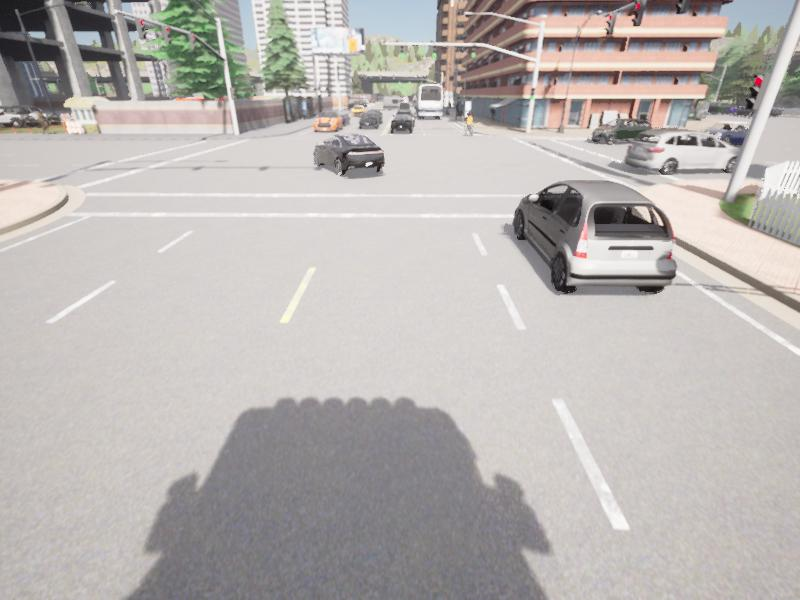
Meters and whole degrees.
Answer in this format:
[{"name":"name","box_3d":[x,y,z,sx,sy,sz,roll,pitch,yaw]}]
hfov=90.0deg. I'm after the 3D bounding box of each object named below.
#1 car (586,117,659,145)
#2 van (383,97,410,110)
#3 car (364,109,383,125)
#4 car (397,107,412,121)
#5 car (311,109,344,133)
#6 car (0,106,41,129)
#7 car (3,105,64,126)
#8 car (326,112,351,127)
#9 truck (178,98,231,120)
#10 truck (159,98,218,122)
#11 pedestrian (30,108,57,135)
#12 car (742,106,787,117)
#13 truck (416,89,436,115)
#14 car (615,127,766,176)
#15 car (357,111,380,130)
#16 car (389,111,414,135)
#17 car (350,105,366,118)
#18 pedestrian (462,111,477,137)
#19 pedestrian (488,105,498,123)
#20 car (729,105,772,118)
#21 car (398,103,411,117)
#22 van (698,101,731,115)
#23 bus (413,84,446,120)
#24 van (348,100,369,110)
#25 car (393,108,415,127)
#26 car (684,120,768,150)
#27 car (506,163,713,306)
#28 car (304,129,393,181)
[{"name":"car","box_3d":[14.932,-11.394,26.969,3.705,1.549,1.789,-5,28,-10]},{"name":"van","box_3d":[-0.711,-43.215,87.911,5.915,2.561,1.988,0,27,1]},{"name":"car","box_3d":[-2.994,-21.282,46.410,1.837,1.490,4.892,0,27,1]},{"name":"car","box_3d":[0.601,-25.172,54.091,2.033,1.411,5.357,0,27,1]},{"name":"car","box_3d":[-6.608,-16.542,36.857,2.097,1.767,4.553,0,27,1]},{"name":"car","box_3d":[-37.016,-17.308,37.844,3.866,1.878,1.905,0,27,0]},{"name":"car","box_3d":[-36.990,-18.652,40.460,3.866,1.878,1.905,0,27,0]},{"name":"car","box_3d":[-6.534,-19.520,43.199,1.895,1.301,4.718,0,27,1]},{"name":"truck","box_3d":[-25.224,-24.821,51.892,5.204,2.467,2.615,0,27,0]},{"name":"truck","box_3d":[-25.264,-22.851,48.058,5.204,2.467,2.615,0,27,0]},{"name":"pedestrian","box_3d":[-27.506,-13.757,30.868,0.751,1.860,0.751,10,29,19]},{"name":"car","box_3d":[54.707,-28.395,60.202,2.033,1.411,5.357,0,27,1]},{"name":"truck","box_3d":[4.284,-34.051,68.703,2.891,3.827,8.468,0,27,1]},{"name":"car","box_3d":[12.239,-6.406,17.127,4.611,1.667,2.242,-4,27,-7]},{"name":"car","box_3d":[-3.069,-17.987,39.998,1.837,1.490,4.892,0,27,0]},{"name":"car","box_3d":[0.224,-15.878,35.730,1.930,1.638,5.238,1,27,3]},{"name":"car","box_3d":[-6.320,-28.770,60.940,1.882,1.535,5.008,0,27,1]},{"name":"pedestrian","box_3d":[5.438,-13.790,31.345,0.751,1.860,0.751,-11,29,-20]},{"name":"pedestrian","box_3d":[10.334,-20.624,44.337,0.751,1.860,0.751,1,27,3]},{"name":"car","box_3d":[51.167,-27.586,58.525,1.837,1.490,4.892,0,27,1]},{"name":"car","box_3d":[0.697,-29.608,62.203,1.905,1.878,3.866,0,27,1]},{"name":"van","box_3d":[51.306,-31.388,65.396,1.775,1.987,4.442,0,27,1]},{"name":"bus","box_3d":[4.027,-28.596,57.631,3.944,4.253,10.273,0,27,1]},{"name":"van","box_3d":[-9.158,-43.013,88.171,4.442,1.987,1.775,0,27,1]},{"name":"car","box_3d":[0.456,-19.703,43.146,2.242,1.667,4.611,0,27,1]},{"name":"car","box_3d":[20.242,-10.295,24.911,3.806,1.475,1.970,-9,29,-18]},{"name":"car","box_3d":[3.548,-1.531,7.838,1.851,1.617,3.988,0,27,1]},{"name":"car","box_3d":[-2.396,-6.546,17.674,2.128,1.511,4.902,-14,30,-25]}]
